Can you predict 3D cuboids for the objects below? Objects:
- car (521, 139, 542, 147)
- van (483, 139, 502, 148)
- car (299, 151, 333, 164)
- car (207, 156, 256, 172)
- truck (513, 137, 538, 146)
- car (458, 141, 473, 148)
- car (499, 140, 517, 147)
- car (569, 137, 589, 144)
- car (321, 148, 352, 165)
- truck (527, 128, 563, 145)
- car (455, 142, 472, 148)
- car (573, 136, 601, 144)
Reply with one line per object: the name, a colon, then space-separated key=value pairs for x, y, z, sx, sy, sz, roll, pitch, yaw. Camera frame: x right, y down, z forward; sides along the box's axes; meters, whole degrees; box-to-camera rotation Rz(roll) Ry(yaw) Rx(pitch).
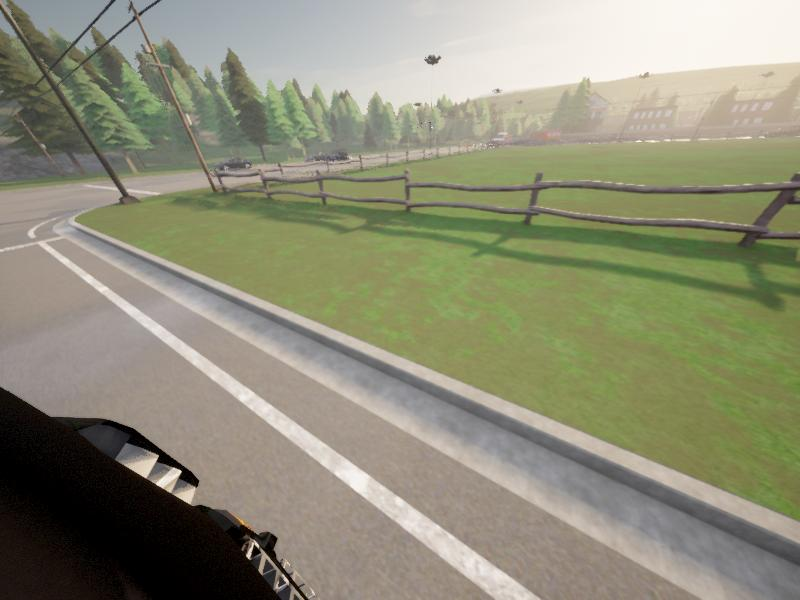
car: x=36.405 y=-43.452 z=63.803 sx=4.611 sy=1.667 sz=2.242 roll=16 pitch=39 yaw=26
van: x=27.952 y=-47.440 z=69.839 sx=4.480 sy=2.038 sz=2.069 roll=0 pitch=34 yaw=4
car: x=-13.716 y=-23.480 z=38.051 sx=2.128 sy=1.511 sz=4.902 roll=17 pitch=39 yaw=26
car: x=-22.697 y=-18.488 z=31.372 sx=1.837 sy=1.490 sz=4.892 roll=17 pitch=39 yaw=26
truck: x=37.816 y=-47.821 z=69.626 sx=6.274 sy=2.098 sz=2.390 roll=16 pitch=39 yaw=26
car: x=22.074 y=-52.536 z=77.906 sx=4.605 sy=1.855 sz=1.932 roll=-13 pitch=35 yaw=-14
car: x=36.080 y=-52.376 z=77.136 sx=5.027 sy=1.651 sz=2.152 roll=8 pitch=36 yaw=16
car: x=49.417 y=-44.159 z=63.948 sx=4.193 sy=1.474 sz=1.816 roll=16 pitch=39 yaw=26
car: x=-9.008 y=-20.551 z=33.064 sx=1.905 sy=1.878 sz=3.866 roll=17 pitch=39 yaw=26
truck: x=43.506 y=-49.132 z=69.605 sx=8.468 sy=3.827 sz=2.891 roll=16 pitch=39 yaw=26
car: x=20.656 y=-50.073 z=74.685 sx=5.008 sy=1.535 sz=1.882 roll=-15 pitch=36 yaw=-17
car: x=49.046 y=-42.056 z=60.741 sx=5.238 sy=1.638 sz=1.930 roll=16 pitch=39 yaw=26
